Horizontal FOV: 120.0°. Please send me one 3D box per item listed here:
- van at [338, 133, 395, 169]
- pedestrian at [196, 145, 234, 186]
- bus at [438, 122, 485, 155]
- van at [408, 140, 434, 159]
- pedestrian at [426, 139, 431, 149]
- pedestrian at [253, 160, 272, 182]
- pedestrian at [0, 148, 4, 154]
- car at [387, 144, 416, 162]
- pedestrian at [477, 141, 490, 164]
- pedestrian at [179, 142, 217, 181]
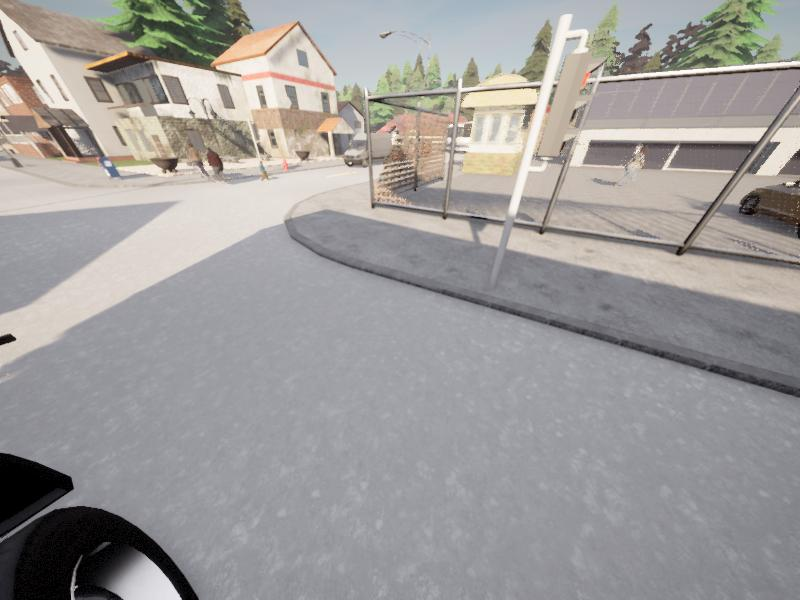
[{"bbox_3d":[-2.899,-14.156,21.785,1.988,2.561,5.915,18,39,24],"label":"van"},{"bbox_3d":[-9.986,-7.310,12.563,0.751,1.860,0.751,18,39,23],"label":"pedestrian"},{"bbox_3d":[10.355,-28.477,40.717,3.944,4.253,10.273,-5,36,-8],"label":"bus"},{"bbox_3d":[2.842,-20.016,30.624,1.775,1.987,4.442,17,39,22],"label":"van"},{"bbox_3d":[6.088,-33.703,49.960,0.751,1.860,0.751,13,37,17],"label":"pedestrian"},{"bbox_3d":[-8.247,-7.783,13.907,0.500,1.100,0.500,0,35,-1],"label":"pedestrian"},{"bbox_3d":[-56.943,-21.570,32.290,0.751,1.860,0.751,26,43,32],"label":"pedestrian"},{"bbox_3d":[0.203,-17.072,26.801,1.789,1.549,3.705,18,39,23],"label":"car"},{"bbox_3d":[8.271,-14.654,22.937,0.751,1.860,0.751,20,40,25],"label":"pedestrian"},{"bbox_3d":[-11.588,-7.958,13.292,0.751,1.860,0.751,15,38,20],"label":"pedestrian"}]
